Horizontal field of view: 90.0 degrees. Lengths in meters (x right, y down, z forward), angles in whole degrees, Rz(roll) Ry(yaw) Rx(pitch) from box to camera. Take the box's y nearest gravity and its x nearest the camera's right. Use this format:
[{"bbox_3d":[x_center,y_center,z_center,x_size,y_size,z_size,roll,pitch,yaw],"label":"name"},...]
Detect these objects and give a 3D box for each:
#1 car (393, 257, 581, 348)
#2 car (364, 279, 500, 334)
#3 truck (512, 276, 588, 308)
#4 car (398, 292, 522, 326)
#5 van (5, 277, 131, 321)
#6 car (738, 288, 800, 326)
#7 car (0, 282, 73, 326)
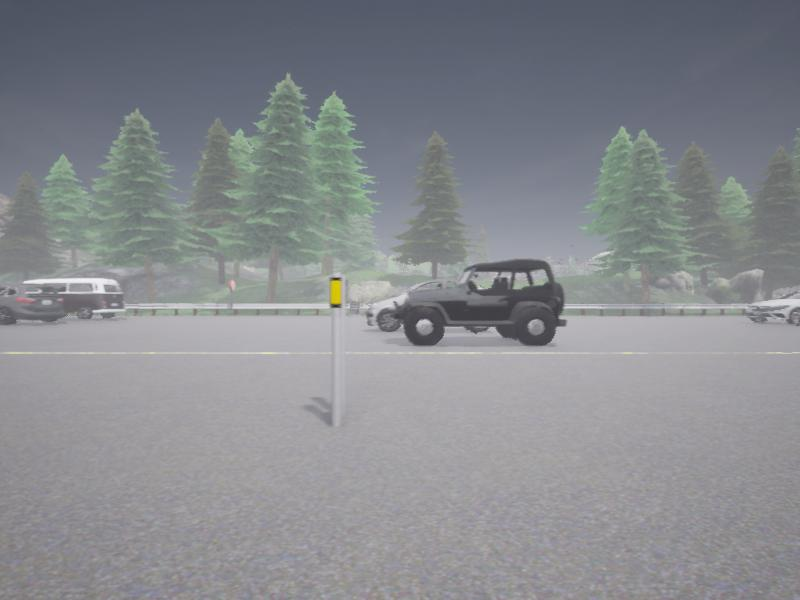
[{"bbox_3d":[1.796,0.046,9.199,3.866,1.878,1.905,0,0,0],"label":"car"},{"bbox_3d":[0.945,0.188,12.701,3.988,1.617,1.851,0,0,0],"label":"car"},{"bbox_3d":[18.566,-0.922,49.971,8.468,3.827,2.891,0,0,3],"label":"truck"},{"bbox_3d":[2.282,0.344,16.199,4.718,1.301,1.895,0,0,0],"label":"car"},{"bbox_3d":[-16.185,-0.031,19.691,4.480,2.038,2.069,0,0,0],"label":"van"},{"bbox_3d":[16.821,0.272,16.213,4.674,1.442,1.812,0,0,0],"label":"car"},{"bbox_3d":[-16.448,0.154,16.191,4.611,1.667,2.242,0,0,0],"label":"car"}]
